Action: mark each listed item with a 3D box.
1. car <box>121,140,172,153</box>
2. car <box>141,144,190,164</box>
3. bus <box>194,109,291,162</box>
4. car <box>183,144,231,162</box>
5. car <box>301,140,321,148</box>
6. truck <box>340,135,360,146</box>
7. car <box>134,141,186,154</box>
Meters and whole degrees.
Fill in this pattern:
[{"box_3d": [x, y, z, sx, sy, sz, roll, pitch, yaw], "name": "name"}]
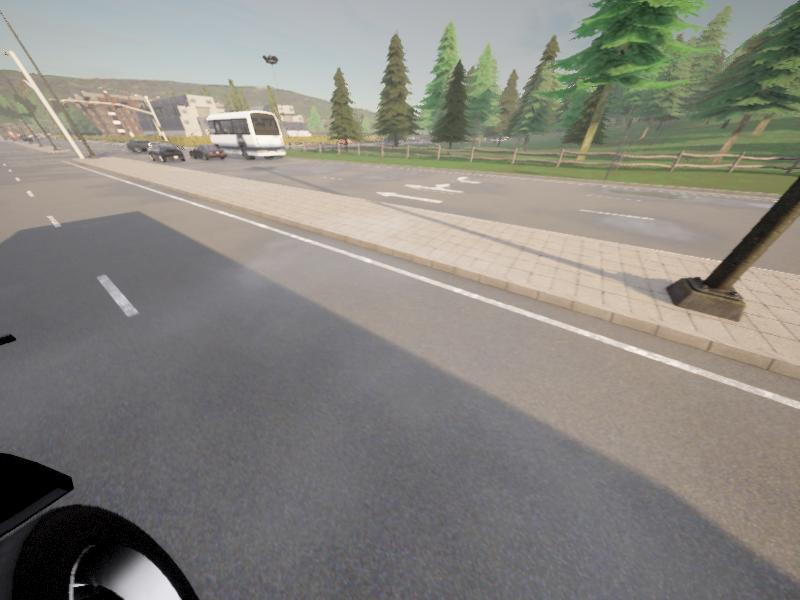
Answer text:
[{"box_3d": [-39.409, -23.997, 36.035, 2.033, 1.649, 4.856, 29, 44, 33], "name": "car"}, {"box_3d": [-23.998, -15.033, 23.625, 4.892, 1.490, 1.837, 21, 40, 27], "name": "car"}, {"box_3d": [-17.857, -18.534, 26.244, 10.273, 4.253, 3.944, 22, 40, 27], "name": "bus"}, {"box_3d": [-21.475, -16.437, 25.720, 5.357, 1.411, 2.033, 22, 40, 27], "name": "car"}, {"box_3d": [-21.537, -37.880, 56.045, 1.994, 1.385, 4.181, 22, 41, 28], "name": "car"}, {"box_3d": [-14.852, -47.354, 68.549, 2.627, 2.467, 5.204, 22, 41, 28], "name": "truck"}, {"box_3d": [-35.973, -23.055, 34.821, 2.038, 1.542, 4.974, 25, 42, 31], "name": "car"}]
